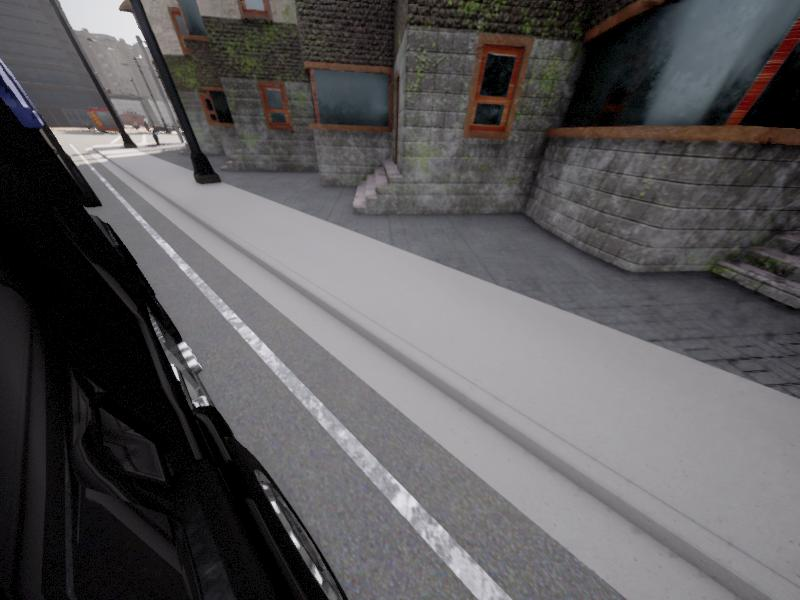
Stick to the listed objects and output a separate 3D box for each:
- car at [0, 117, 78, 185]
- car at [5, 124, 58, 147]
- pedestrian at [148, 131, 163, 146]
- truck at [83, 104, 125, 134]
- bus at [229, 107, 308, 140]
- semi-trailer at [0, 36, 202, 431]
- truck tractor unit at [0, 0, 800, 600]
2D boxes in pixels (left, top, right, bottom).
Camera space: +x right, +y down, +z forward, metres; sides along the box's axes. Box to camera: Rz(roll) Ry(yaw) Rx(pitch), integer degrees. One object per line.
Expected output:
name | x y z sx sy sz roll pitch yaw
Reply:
car | -16.330 -6.500 9.845 5.566 2.045 2.150 27 43 30
car | -31.564 -14.249 19.957 4.674 1.442 1.812 28 44 31
pedestrian | -22.647 -14.977 21.422 0.500 1.100 0.500 26 42 29
truck | -52.268 -32.024 40.961 2.891 3.827 8.468 -30 47 -35
bus | -21.939 -30.034 39.503 10.273 4.253 3.944 -2 36 -5
semi-trailer | -8.727 -3.557 4.240 14.254 4.402 2.717 27 43 30
truck tractor unit | -2.645 -0.295 0.351 6.516 4.208 3.053 28 44 30
